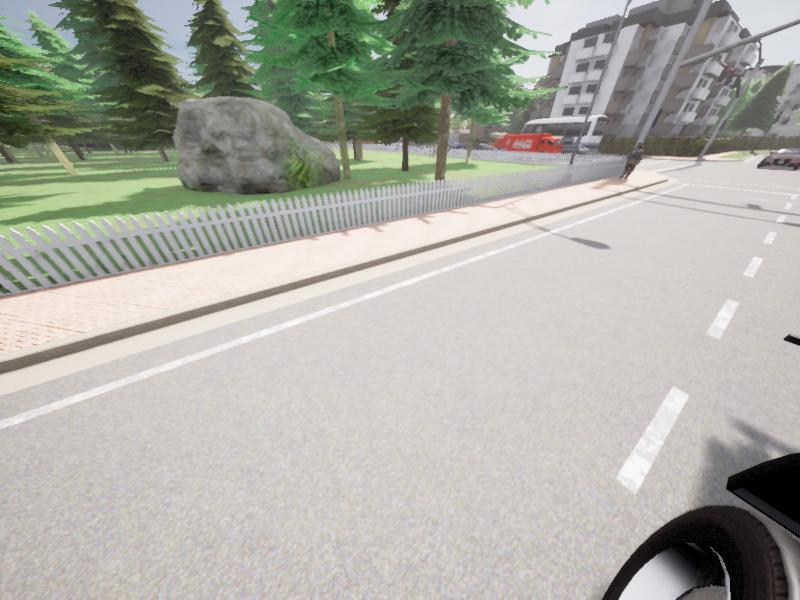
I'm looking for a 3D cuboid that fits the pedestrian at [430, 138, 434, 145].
[{"bbox_3d":[9.402,-46.341,67.564,0.751,1.860,0.751,-20,40,-26],"label":"pedestrian"}]

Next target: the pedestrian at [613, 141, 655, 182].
[{"bbox_3d":[12.807,-7.630,12.704,0.751,1.860,0.751,-21,40,-26],"label":"pedestrian"}]

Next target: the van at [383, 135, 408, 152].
[{"bbox_3d":[-0.951,-30.940,45.584,1.988,2.561,5.915,-20,40,-25],"label":"van"}]

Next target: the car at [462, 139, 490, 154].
[{"bbox_3d":[12.661,-25.782,38.720,1.905,1.878,3.866,-20,40,-25],"label":"car"}]

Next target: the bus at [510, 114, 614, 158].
[{"bbox_3d":[21.397,-22.388,31.786,3.944,4.253,10.273,-20,40,-25],"label":"bus"}]

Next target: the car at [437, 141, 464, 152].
[{"bbox_3d":[9.378,-28.658,43.132,1.882,1.535,5.008,-20,40,-25],"label":"car"}]

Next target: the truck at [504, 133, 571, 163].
[{"bbox_3d":[14.682,-16.541,25.096,2.627,2.467,5.204,-20,40,-25],"label":"truck"}]

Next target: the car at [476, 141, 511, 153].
[{"bbox_3d":[15.985,-26.409,39.851,1.801,1.575,5.366,-20,40,-26],"label":"car"}]

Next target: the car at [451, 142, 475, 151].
[{"bbox_3d":[12.207,-29.794,44.866,1.994,1.385,4.181,-20,40,-25],"label":"car"}]

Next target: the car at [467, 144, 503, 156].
[{"bbox_3d":[12.310,-22.054,33.952,1.895,1.301,4.718,-20,40,-25],"label":"car"}]

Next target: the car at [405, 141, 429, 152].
[{"bbox_3d":[3.267,-30.501,45.724,2.152,1.651,5.027,-20,40,-25],"label":"car"}]

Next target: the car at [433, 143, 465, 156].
[{"bbox_3d":[7.315,-22.917,35.046,1.837,1.490,4.892,-20,40,-25],"label":"car"}]

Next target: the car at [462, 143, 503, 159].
[{"bbox_3d":[10.788,-19.723,30.488,1.837,1.490,4.892,-20,40,-26],"label":"car"}]

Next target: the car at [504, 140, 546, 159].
[{"bbox_3d":[15.735,-19.143,29.280,1.905,1.878,3.866,-20,40,-26],"label":"car"}]

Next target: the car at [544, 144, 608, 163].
[{"bbox_3d":[18.955,-16.032,25.170,2.128,1.511,4.902,-20,40,-25],"label":"car"}]

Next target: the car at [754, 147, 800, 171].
[{"bbox_3d":[31.135,-11.409,18.638,4.181,1.385,1.994,-20,40,-26],"label":"car"}]

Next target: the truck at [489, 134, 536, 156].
[{"bbox_3d":[16.243,-22.722,33.848,2.627,2.467,5.204,-20,40,-25],"label":"truck"}]
